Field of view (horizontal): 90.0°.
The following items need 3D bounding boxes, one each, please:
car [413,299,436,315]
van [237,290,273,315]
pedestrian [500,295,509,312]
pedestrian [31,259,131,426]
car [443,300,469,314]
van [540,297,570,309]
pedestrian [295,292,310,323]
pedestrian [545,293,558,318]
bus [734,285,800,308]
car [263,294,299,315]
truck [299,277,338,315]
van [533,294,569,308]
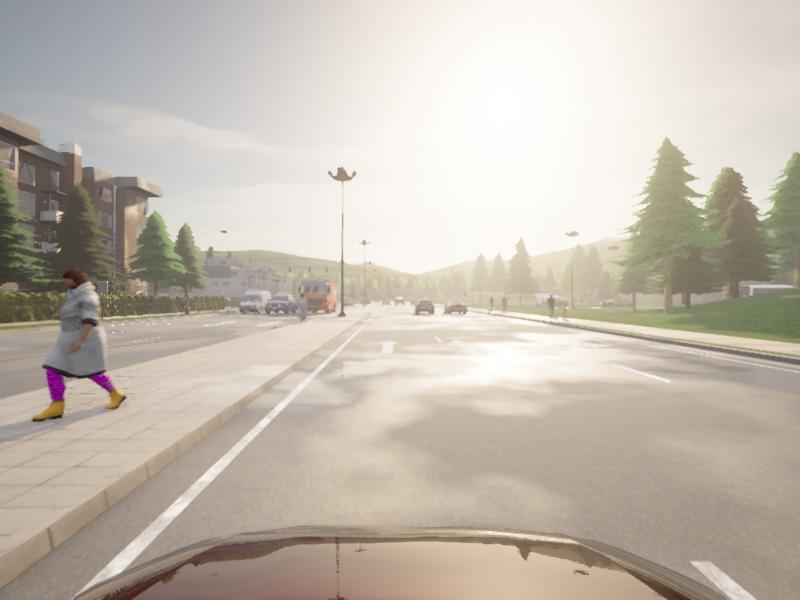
[{"bbox_3d":[2.634,0.688,43.760,2.033,1.649,4.856,0,0,-2],"label":"car"},{"bbox_3d":[-15.928,0.234,44.275,1.988,2.561,5.915,0,0,-2],"label":"van"},{"bbox_3d":[11.329,0.384,43.234,0.751,1.860,0.751,0,0,-4],"label":"pedestrian"},{"bbox_3d":[-3.951,0.475,4.979,0.751,1.860,0.751,0,0,31],"label":"pedestrian"},{"bbox_3d":[6.089,0.735,44.389,2.038,1.542,4.974,0,0,-2],"label":"car"},{"bbox_3d":[26.824,0.430,69.226,4.480,2.038,2.069,0,0,-1],"label":"van"},{"bbox_3d":[-5.811,0.437,23.852,0.751,1.860,0.751,0,0,-1],"label":"pedestrian"},{"bbox_3d":[11.593,0.410,30.603,0.751,1.860,0.751,0,0,0],"label":"pedestrian"},{"bbox_3d":[70.835,-0.703,76.851,10.273,4.253,3.944,0,0,-1],"label":"bus"},{"bbox_3d":[-12.348,0.486,41.891,2.150,2.045,5.566,0,0,-1],"label":"car"},{"bbox_3d":[-8.943,-0.411,44.753,2.891,3.827,8.468,0,0,-2],"label":"truck"},{"bbox_3d":[27.419,0.150,72.728,5.915,2.561,1.988,0,0,-1],"label":"van"}]
